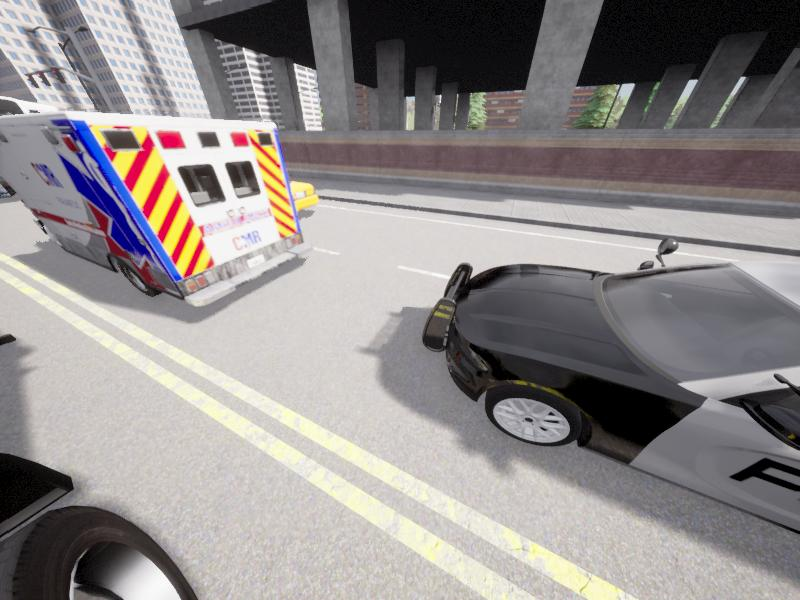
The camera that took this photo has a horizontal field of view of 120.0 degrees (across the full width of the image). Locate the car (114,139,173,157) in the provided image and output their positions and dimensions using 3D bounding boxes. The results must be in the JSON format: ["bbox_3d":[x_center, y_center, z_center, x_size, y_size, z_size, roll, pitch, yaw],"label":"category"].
[{"bbox_3d":[-34.356,-20.528,31.151,1.932,1.855,4.605,17,38,22],"label":"car"}]

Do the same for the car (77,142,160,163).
[{"bbox_3d":[-30.192,-16.068,25.062,1.930,1.638,5.238,15,38,20],"label":"car"}]

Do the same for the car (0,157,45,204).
[{"bbox_3d":[-18.177,-5.090,9.695,4.902,1.511,2.128,15,38,20],"label":"car"}]

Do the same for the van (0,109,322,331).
[{"bbox_3d":[-5.080,-1.945,4.525,6.366,2.431,2.351,15,38,20],"label":"van"}]

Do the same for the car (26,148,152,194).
[{"bbox_3d":[-15.987,-6.790,11.974,4.611,1.667,2.242,15,38,20],"label":"car"}]

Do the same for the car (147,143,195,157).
[{"bbox_3d":[-30.642,-20.200,31.058,1.970,1.475,3.806,15,38,20],"label":"car"}]

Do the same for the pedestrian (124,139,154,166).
[{"bbox_3d":[-21.924,-12.414,19.440,0.751,1.860,0.751,15,38,20],"label":"pedestrian"}]

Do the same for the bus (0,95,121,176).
[{"bbox_3d":[-27.469,-12.676,18.006,3.944,4.253,10.273,-17,38,-27],"label":"bus"}]

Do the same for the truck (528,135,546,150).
[{"bbox_3d":[29.448,-34.058,49.947,2.615,2.467,5.204,15,38,20],"label":"truck"}]

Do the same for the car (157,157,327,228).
[{"bbox_3d":[-5.418,-3.911,8.043,5.366,1.575,1.801,15,38,20],"label":"car"}]

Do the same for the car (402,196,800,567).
[{"bbox_3d":[2.806,0.498,1.796,5.238,1.638,1.930,15,38,20],"label":"car"}]

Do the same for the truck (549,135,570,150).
[{"bbox_3d":[33.358,-32.999,48.473,2.615,2.467,5.204,15,38,20],"label":"truck"}]

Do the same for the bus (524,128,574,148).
[{"bbox_3d":[39.993,-43.828,62.586,10.273,4.253,3.944,15,38,20],"label":"bus"}]

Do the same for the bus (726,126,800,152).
[{"bbox_3d":[78.110,-33.435,48.101,10.273,4.253,3.944,14,38,19],"label":"bus"}]

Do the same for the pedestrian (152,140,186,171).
[{"bbox_3d":[-16.684,-10.496,16.755,0.751,1.860,0.751,4,35,5],"label":"pedestrian"}]
